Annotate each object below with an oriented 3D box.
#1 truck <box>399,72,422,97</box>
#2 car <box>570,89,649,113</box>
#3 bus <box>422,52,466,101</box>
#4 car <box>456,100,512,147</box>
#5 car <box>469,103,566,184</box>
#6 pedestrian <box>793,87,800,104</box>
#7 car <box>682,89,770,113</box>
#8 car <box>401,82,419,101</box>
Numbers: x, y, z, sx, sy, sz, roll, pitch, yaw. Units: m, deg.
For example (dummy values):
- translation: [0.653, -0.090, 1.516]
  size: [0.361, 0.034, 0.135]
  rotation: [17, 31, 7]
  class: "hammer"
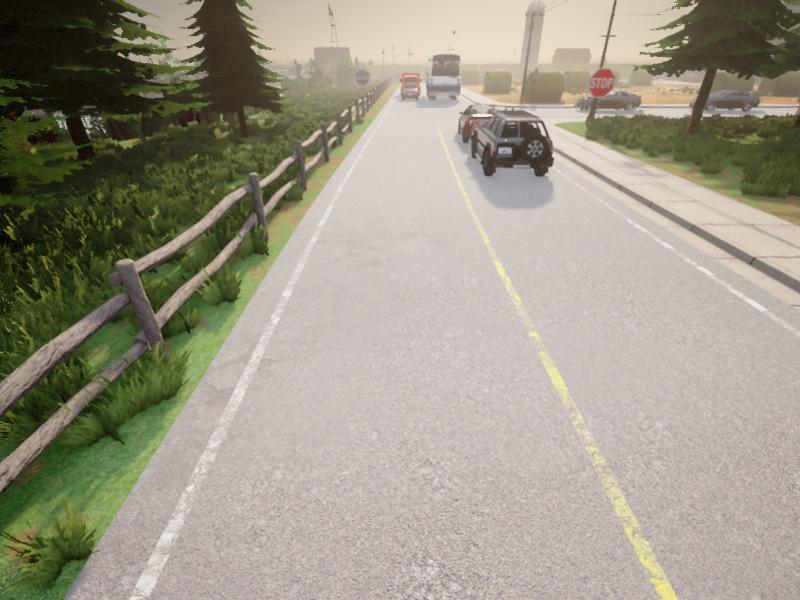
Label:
- translation: [1.292, -25.974, 48.137]
  size: [2.627, 2.467, 5.204]
  rotation: [1, 30, 1]
  class: "truck"
- translation: [16.440, -15.731, 31.591]
  size: [4.902, 1.511, 2.128]
  rotation: [0, 30, -1]
  class: "car"
- translation: [4.560, -24.737, 44.248]
  size: [3.944, 4.253, 10.273]
  rotation: [1, 30, 1]
  class: "bus"
- translation: [3.873, -8.560, 19.196]
  size: [2.007, 1.525, 4.514]
  rotation: [2, 30, 3]
  class: "car"
- translation: [3.650, -5.422, 13.463]
  size: [1.932, 1.855, 4.605]
  rotation: [1, 30, 1]
  class: "car"
- translation: [36.808, -18.901, 36.320]
  size: [0.751, 1.860, 0.751]
  rotation: [-5, 31, -9]
  class: "pedestrian"
- translation: [25.764, -15.820, 31.745]
  size: [4.902, 1.511, 2.128]
  rotation: [-1, 30, -1]
  class: "car"
- translation: [1.080, -22.127, 42.393]
  size: [1.851, 1.617, 3.988]
  rotation: [1, 30, 1]
  class: "car"
